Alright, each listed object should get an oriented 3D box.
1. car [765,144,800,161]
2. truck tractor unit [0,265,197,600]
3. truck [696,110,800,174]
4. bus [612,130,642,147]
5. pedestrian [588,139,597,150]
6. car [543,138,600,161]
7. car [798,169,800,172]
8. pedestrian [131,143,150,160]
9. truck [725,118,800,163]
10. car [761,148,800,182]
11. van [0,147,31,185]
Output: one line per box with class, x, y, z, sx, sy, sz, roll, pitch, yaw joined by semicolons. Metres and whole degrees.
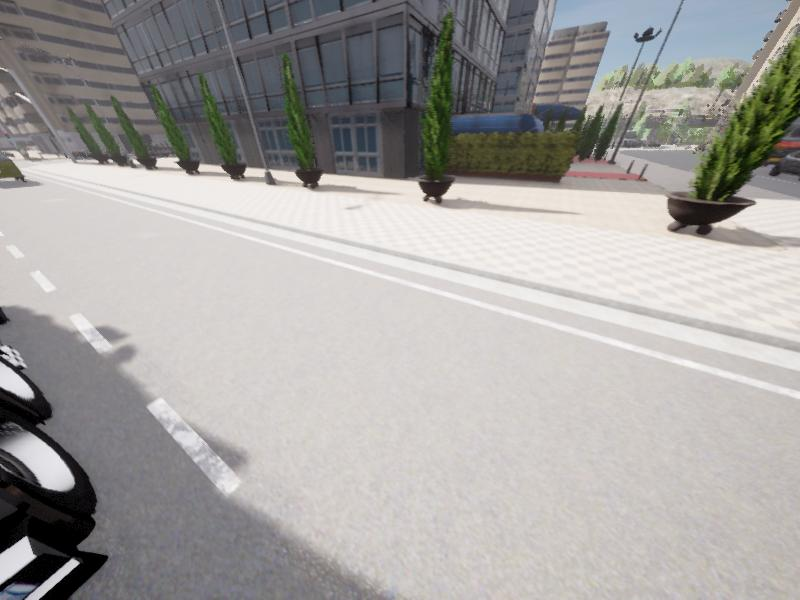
car;47.630;-17.714;27.700;2.128;1.511;4.902;18;39;24
truck tractor unit;-5.115;-0.298;0.779;6.516;4.208;3.053;18;39;24
truck;30.618;-13.586;19.888;2.891;3.827;8.468;18;39;25
bus;72.468;-51.883;74.145;3.944;4.253;10.273;18;39;24
pedestrian;41.882;-33.823;50.268;0.751;1.860;0.751;25;42;32
car;21.002;-18.507;28.311;6.274;2.098;2.390;-18;39;-24
car;31.241;-9.317;15.670;1.930;1.638;5.238;18;39;24
pedestrian;-34.378;-19.728;30.598;0.751;1.860;0.751;11;36;16
truck;43.354;-18.396;26.691;2.891;3.827;8.468;18;39;24
car;26.341;-8.426;14.407;2.242;1.667;4.611;18;39;24
van;-27.018;-8.827;15.170;4.442;1.987;1.775;18;39;25
